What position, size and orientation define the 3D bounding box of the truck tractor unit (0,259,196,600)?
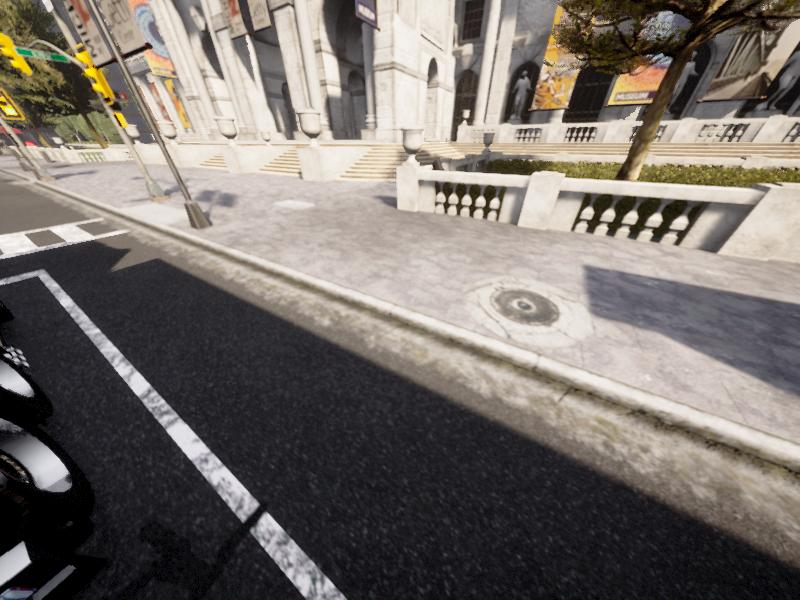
[{"bbox_3d":[-5.102,-0.309,0.792,6.516,4.208,3.053,19,39,25],"label":"truck tractor unit"}]
